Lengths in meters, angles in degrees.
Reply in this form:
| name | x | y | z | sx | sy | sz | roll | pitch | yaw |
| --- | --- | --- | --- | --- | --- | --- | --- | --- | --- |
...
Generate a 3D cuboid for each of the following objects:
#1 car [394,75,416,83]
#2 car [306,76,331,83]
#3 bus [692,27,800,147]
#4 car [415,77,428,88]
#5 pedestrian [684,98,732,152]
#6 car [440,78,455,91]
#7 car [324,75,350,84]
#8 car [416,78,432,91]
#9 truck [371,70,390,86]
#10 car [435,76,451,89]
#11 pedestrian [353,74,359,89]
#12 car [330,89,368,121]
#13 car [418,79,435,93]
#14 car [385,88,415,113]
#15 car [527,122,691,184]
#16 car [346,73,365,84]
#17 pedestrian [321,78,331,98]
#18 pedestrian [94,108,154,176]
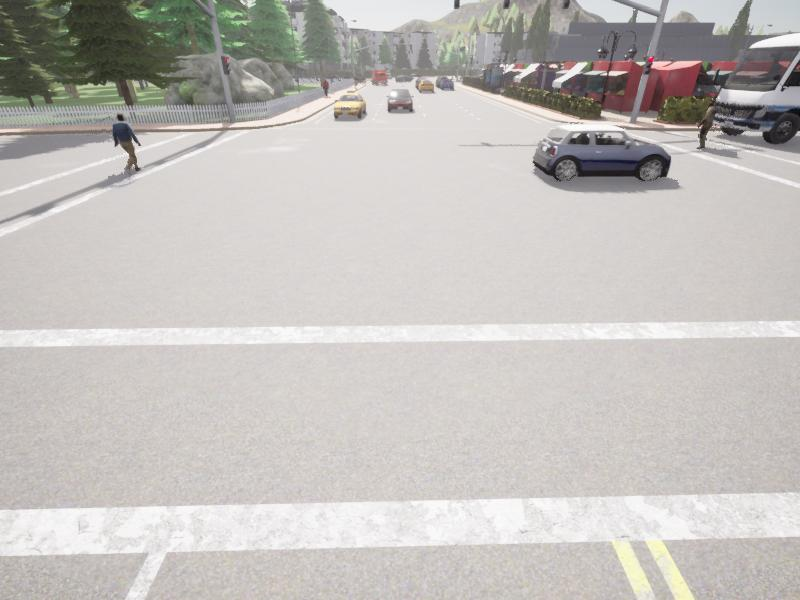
| name | x | y | z | sx | sy | sz | roll | pitch | yaw |
| --- | --- | --- | --- | --- | --- | --- | --- | --- | --- |
| car | 1.086 | -48.299 | 87.313 | 2.128 | 1.511 | 4.902 | 23 | 38 | 34 |
| car | -16.910 | -45.772 | 83.120 | 4.718 | 1.301 | 1.895 | 1 | 30 | 1 |
| bus | 20.115 | -9.386 | 17.771 | 10.273 | 4.253 | 3.944 | 0 | 30 | 0 |
| car | 3.508 | -35.774 | 65.768 | 1.882 | 1.535 | 5.008 | 0 | 30 | 0 |
| pedestrian | 12.306 | -7.010 | 16.034 | 0.751 | 1.860 | 0.751 | -16 | 34 | -26 |
| car | 7.008 | -32.053 | 59.456 | 1.816 | 1.474 | 4.193 | 0 | 30 | 0 |
| car | -12.584 | -44.036 | 79.952 | 4.892 | 1.490 | 1.837 | 1 | 30 | 1 |
| car | 3.519 | -32.302 | 59.878 | 2.163 | 1.488 | 4.792 | 0 | 30 | 0 |
| truck | -3.644 | -41.536 | 74.709 | 2.627 | 2.467 | 5.204 | -6 | 31 | -10 |
| car | 7.008 | -35.413 | 65.060 | 2.033 | 1.649 | 4.856 | 0 | 30 | 0 |
| pedestrian | -6.493 | -32.092 | 58.790 | 0.751 | 1.860 | 0.751 | 0 | 30 | 1 |
| car | -3.449 | -13.694 | 27.906 | 1.801 | 1.575 | 5.366 | 1 | 30 | 1 |
| car | 3.548 | -28.939 | 54.060 | 1.882 | 1.535 | 5.008 | 0 | 30 | 0 |
| car | 0.005 | -15.980 | 31.921 | 2.163 | 1.488 | 4.792 | 0 | 30 | 0 |
| car | 6.256 | -4.615 | 12.444 | 3.806 | 1.475 | 1.970 | 0 | 30 | -1 |
| car | -9.250 | -45.955 | 82.876 | 3.866 | 1.878 | 1.905 | -4 | 31 | -7 |
| pedestrian | -7.745 | -22.210 | 41.866 | 0.751 | 1.860 | 0.751 | 0 | 30 | 0 |
| pedestrian | -8.511 | -4.899 | 12.422 | 0.751 | 1.860 | 0.751 | 1 | 30 | 2 |
